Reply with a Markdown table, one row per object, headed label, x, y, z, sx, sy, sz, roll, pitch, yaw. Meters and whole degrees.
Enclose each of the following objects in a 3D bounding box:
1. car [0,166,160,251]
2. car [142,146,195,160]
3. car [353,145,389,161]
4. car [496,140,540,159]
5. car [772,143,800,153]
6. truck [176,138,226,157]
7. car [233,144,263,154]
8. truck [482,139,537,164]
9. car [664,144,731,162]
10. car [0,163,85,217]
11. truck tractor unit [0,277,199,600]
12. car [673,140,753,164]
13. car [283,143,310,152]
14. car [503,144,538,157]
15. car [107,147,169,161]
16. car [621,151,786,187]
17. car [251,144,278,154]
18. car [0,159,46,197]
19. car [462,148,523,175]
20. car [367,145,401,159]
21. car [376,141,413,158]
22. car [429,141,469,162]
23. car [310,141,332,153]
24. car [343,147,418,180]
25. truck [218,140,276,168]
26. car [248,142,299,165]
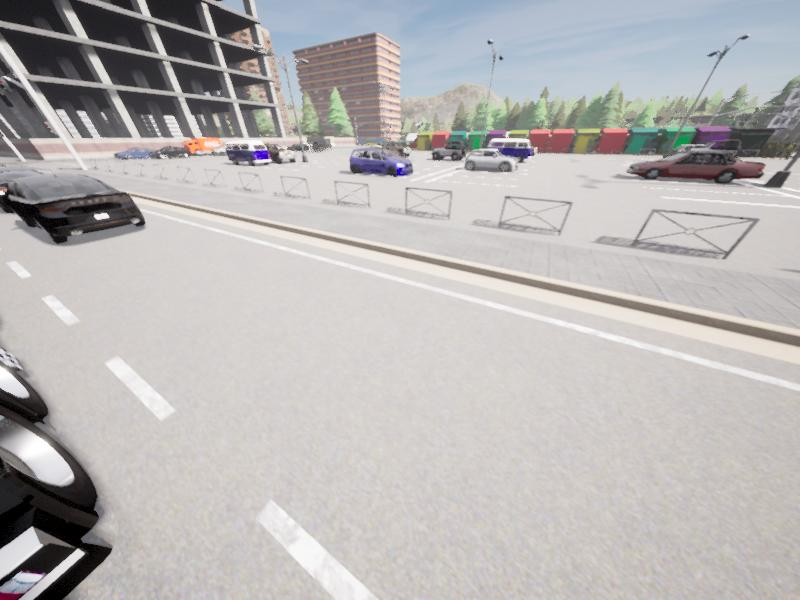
| label | x | y | z | sx | sy | sz | roll | pitch | yaw |
| --- | --- | --- | --- | --- | --- | --- | --- | --- | --- |
| car | -10.099 | -3.010 | 7.030 | 5.008 | 1.535 | 1.882 | 17 | 39 | 23 |
| car | -32.834 | -21.085 | 33.007 | 1.837 | 1.490 | 4.892 | 17 | 39 | 23 |
| car | -3.433 | -17.695 | 27.823 | 3.806 | 1.475 | 1.970 | 17 | 39 | 23 |
| car | 15.087 | -19.393 | 29.672 | 4.605 | 1.855 | 1.932 | 17 | 39 | 23 |
| car | 67.981 | -26.378 | 39.980 | 1.895 | 1.301 | 4.718 | 18 | 39 | 25 |
| truck | -32.955 | -25.562 | 38.559 | 2.627 | 2.467 | 5.204 | 17 | 39 | 23 |
| car | -29.190 | -29.140 | 44.510 | 1.816 | 1.474 | 4.193 | 17 | 39 | 23 |
| truck | 11.165 | -15.316 | 23.711 | 4.478 | 2.038 | 2.069 | 17 | 39 | 23 |
| car | 31.845 | -15.869 | 24.914 | 3.806 | 1.475 | 1.970 | 17 | 39 | 23 |
| car | -15.782 | -4.728 | 9.617 | 4.674 | 1.442 | 1.812 | 17 | 39 | 23 |
| truck tractor unit | -5.141 | -0.266 | 0.760 | 6.516 | 4.208 | 3.053 | 17 | 39 | 23 |
| car | 30.435 | -14.610 | 22.708 | 3.866 | 1.878 | 1.905 | 17 | 39 | 23 |
| car | -22.006 | -32.576 | 49.309 | 1.882 | 1.535 | 5.008 | 17 | 39 | 23 |
| car | 16.544 | -20.662 | 31.842 | 3.905 | 1.438 | 1.784 | 17 | 39 | 23 |
| car | -36.983 | -20.852 | 32.798 | 2.033 | 1.411 | 5.357 | 17 | 39 | 23 |
| car | 16.659 | -7.654 | 13.286 | 5.357 | 1.415 | 2.033 | 17 | 39 | 23 |
| car | -25.620 | -28.722 | 43.880 | 1.970 | 1.475 | 3.806 | 17 | 39 | 23 |
| car | -22.150 | -6.684 | 12.511 | 5.357 | 1.411 | 2.033 | 17 | 39 | 23 |
| car | 7.001 | -10.659 | 17.675 | 3.806 | 1.475 | 1.970 | 17 | 39 | 23 |
| car | -2.033 | -19.179 | 29.878 | 3.905 | 1.438 | 1.784 | 17 | 39 | 23 |
| car | -0.781 | -20.716 | 31.699 | 4.605 | 1.855 | 1.932 | 17 | 39 | 23 |
| car | 5.576 | -16.977 | 26.303 | 3.866 | 1.878 | 1.905 | 17 | 39 | 23 |
| car | -15.837 | -30.850 | 46.479 | 1.905 | 1.878 | 3.866 | 17 | 39 | 23 |
| car | -1.353 | -9.645 | 16.170 | 4.611 | 1.667 | 2.242 | 17 | 39 | 23 |
| truck | -14.534 | -13.968 | 22.001 | 4.478 | 2.038 | 2.069 | 17 | 39 | 23 |
| car | -13.195 | -15.368 | 24.156 | 4.605 | 1.855 | 1.932 | 17 | 39 | 23 |
